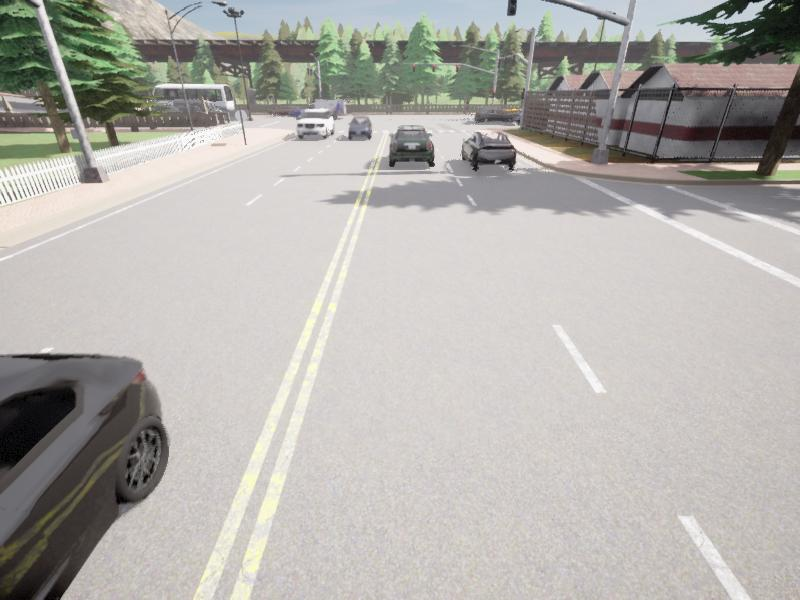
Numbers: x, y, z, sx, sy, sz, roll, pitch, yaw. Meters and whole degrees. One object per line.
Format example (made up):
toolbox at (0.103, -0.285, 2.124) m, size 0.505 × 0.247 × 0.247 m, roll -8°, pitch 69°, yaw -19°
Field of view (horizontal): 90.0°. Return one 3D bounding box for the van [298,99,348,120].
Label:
van at (-10.510, -26.389, 55.365) m, size 6.366 × 2.431 × 2.351 m, roll -2°, pitch 27°, yaw -3°

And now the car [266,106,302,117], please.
car at (-17.793, -29.090, 61.670) m, size 4.792 × 1.488 × 2.163 m, roll -1°, pitch 27°, yaw -2°

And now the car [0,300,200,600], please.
car at (-2.952, 1.609, 1.878) m, size 1.816 × 1.474 × 4.193 m, roll 0°, pitch 27°, yaw 0°

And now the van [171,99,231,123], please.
van at (-24.167, -23.070, 48.786) m, size 5.915 × 2.561 × 1.988 m, roll -1°, pitch 27°, yaw -1°

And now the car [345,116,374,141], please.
car at (-2.954, -12.983, 30.209) m, size 1.789 × 1.549 × 3.705 m, roll 0°, pitch 27°, yaw 0°

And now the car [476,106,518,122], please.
car at (12.092, -23.274, 49.952) m, size 4.553 × 1.767 × 2.097 m, roll -1°, pitch 27°, yaw -2°

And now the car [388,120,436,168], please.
car at (0.547, -7.858, 19.954) m, size 2.097 × 1.767 × 4.553 m, roll 0°, pitch 27°, yaw 0°

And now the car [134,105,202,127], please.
car at (-24.634, -19.648, 42.656) m, size 5.566 × 2.045 × 2.150 m, roll -1°, pitch 27°, yaw -2°

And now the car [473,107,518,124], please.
car at (11.133, -21.603, 46.840) m, size 4.611 × 1.667 × 2.242 m, roll -1°, pitch 27°, yaw -1°

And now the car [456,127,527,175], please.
car at (4.071, -7.075, 18.739) m, size 2.128 × 1.511 × 4.902 m, roll 0°, pitch 27°, yaw 0°

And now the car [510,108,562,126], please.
car at (14.817, -20.039, 43.833) m, size 4.856 × 1.649 × 2.033 m, roll -1°, pitch 27°, yaw -2°

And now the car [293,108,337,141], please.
car at (-6.454, -13.651, 30.977) m, size 2.150 × 2.045 × 5.566 m, roll 0°, pitch 27°, yaw 0°

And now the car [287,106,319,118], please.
car at (-14.200, -27.539, 58.653) m, size 4.193 × 1.474 × 1.816 m, roll -1°, pitch 27°, yaw -2°

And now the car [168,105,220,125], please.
car at (-23.515, -21.199, 45.841) m, size 4.605 × 1.855 × 1.932 m, roll 1°, pitch 27°, yaw -3°

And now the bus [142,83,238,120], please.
bus at (-28.178, -26.945, 54.399) m, size 10.273 × 4.253 × 3.944 m, roll 0°, pitch 27°, yaw -2°
